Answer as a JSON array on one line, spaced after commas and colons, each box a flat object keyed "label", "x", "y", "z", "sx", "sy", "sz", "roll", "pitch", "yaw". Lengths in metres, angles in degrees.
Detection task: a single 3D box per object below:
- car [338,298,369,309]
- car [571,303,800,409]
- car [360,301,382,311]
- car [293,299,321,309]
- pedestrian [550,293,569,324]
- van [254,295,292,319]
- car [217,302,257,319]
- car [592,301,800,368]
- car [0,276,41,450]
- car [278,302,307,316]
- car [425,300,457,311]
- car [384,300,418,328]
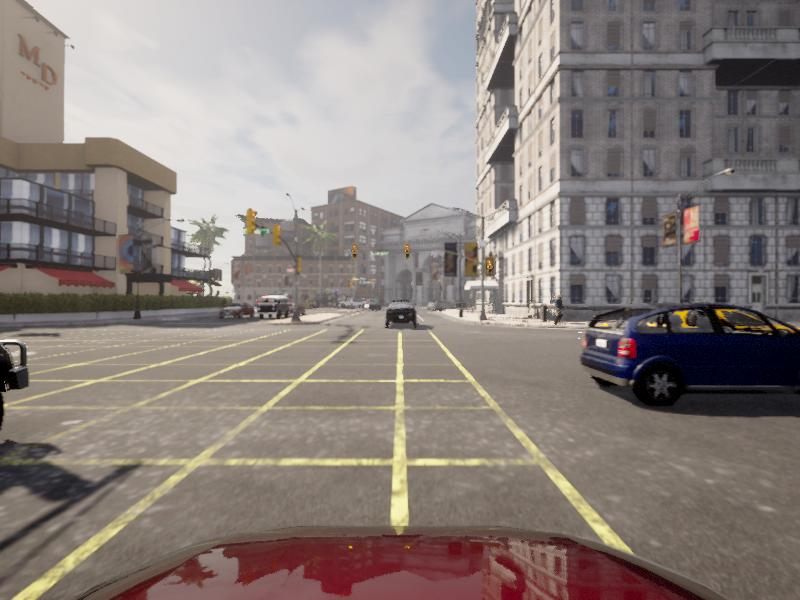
[{"label": "car", "x": -8.795, "y": 0.693, "z": 75.446, "sx": 5.566, "sy": 2.045, "sz": 2.150, "roll": 0, "pitch": 0, "yaw": 1}, {"label": "car", "x": 5.126, "y": 0.824, "z": 6.738, "sx": 3.705, "sy": 1.549, "sz": 1.789, "roll": 0, "pitch": 0, "yaw": 0}, {"label": "car", "x": -5.008, "y": 0.935, "z": 68.726, "sx": 2.038, "sy": 1.542, "sz": 4.974, "roll": 0, "pitch": 1, "yaw": -27}, {"label": "car", "x": -17.487, "y": 0.774, "z": 75.212, "sx": 4.605, "sy": 1.855, "sz": 1.932, "roll": 0, "pitch": 0, "yaw": 10}, {"label": "pedestrian", "x": 9.907, "y": 0.525, "z": 24.865, "sx": 0.751, "sy": 1.860, "sz": 0.751, "roll": 0, "pitch": 0, "yaw": -13}, {"label": "van", "x": -11.383, "y": 0.629, "z": 36.225, "sx": 2.069, "sy": 2.038, "sz": 4.480, "roll": 0, "pitch": 0, "yaw": 0}, {"label": "car", "x": -14.886, "y": 0.929, "z": 36.849, "sx": 1.812, "sy": 1.442, "sz": 4.674, "roll": 0, "pitch": 0, "yaw": 0}, {"label": "car", "x": 8.099, "y": 0.818, "z": 10.369, "sx": 5.366, "sy": 1.575, "sz": 1.801, "roll": 0, "pitch": 0, "yaw": 3}, {"label": "car", "x": -4.713, "y": 0.659, "z": 2.431, "sx": 1.932, "sy": 1.855, "sz": 4.605, "roll": 1, "pitch": 0, "yaw": -16}, {"label": "car", "x": -11.368, "y": 0.938, "z": 42.694, "sx": 1.812, "sy": 1.442, "sz": 4.674, "roll": 0, "pitch": 0, "yaw": 0}, {"label": "car", "x": 6.856, "y": 0.887, "z": 66.506, "sx": 5.027, "sy": 1.651, "sz": 2.152, "roll": 0, "pitch": 0, "yaw": -37}, {"label": "car", "x": 0.079, "y": 0.812, "z": 25.664, "sx": 1.930, "sy": 1.638, "sz": 5.238, "roll": 0, "pitch": 0, "yaw": 0}]
